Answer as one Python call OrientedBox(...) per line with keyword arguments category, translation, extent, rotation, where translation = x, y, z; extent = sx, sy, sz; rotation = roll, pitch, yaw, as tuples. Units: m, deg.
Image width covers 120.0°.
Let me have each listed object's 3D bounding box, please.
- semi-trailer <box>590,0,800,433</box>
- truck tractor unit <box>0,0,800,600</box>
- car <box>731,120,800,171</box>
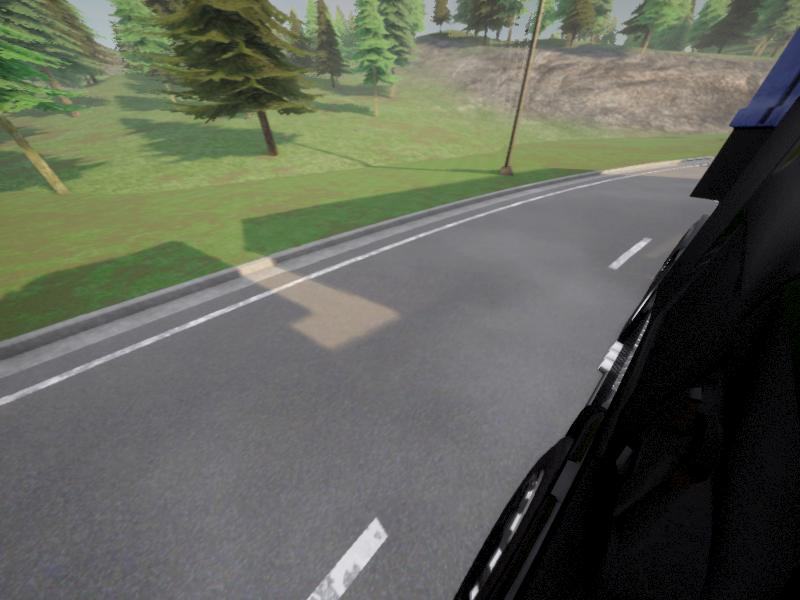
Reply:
OrientedBox(category="semi-trailer", translation=(9.244, -3.139, 3.640), extent=(14.254, 4.402, 2.717), rotation=(-21, 40, -23))
OrientedBox(category="truck tractor unit", translation=(2.645, -0.295, 0.351), extent=(6.516, 4.208, 3.053), rotation=(-28, 44, -30))
OrientedBox(category="car", translation=(19.615, -7.601, 11.199), extent=(4.605, 1.855, 1.932), rotation=(-12, 37, -13))
